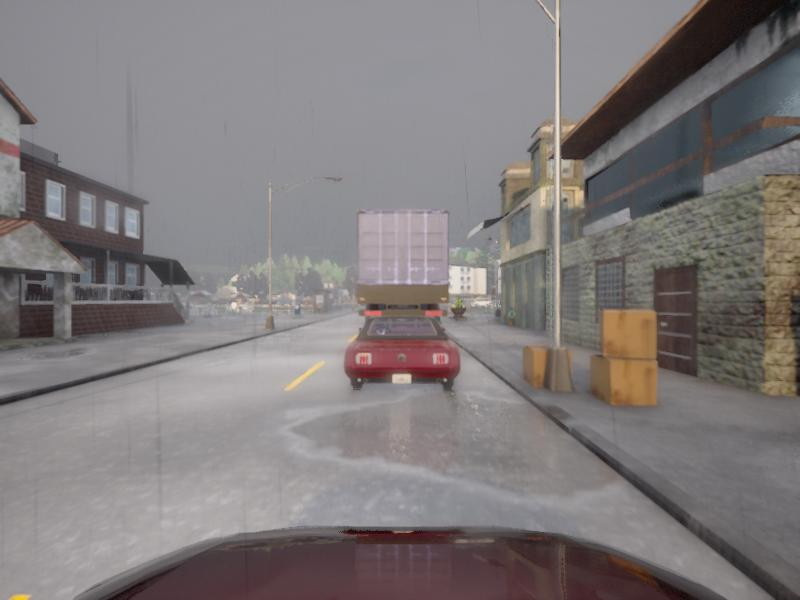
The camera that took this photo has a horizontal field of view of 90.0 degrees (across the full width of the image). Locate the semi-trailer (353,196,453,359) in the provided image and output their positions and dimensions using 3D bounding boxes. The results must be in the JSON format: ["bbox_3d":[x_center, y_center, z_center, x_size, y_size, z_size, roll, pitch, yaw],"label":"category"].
[{"bbox_3d":[0.107,-0.593,17.926,2.717,4.402,14.254,0,0,0],"label":"semi-trailer"}]

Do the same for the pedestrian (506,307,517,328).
[{"bbox_3d":[6.104,0.946,21.946,0.500,1.100,0.500,0,0,1],"label":"pedestrian"}]

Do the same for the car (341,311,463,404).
[{"bbox_3d":[0.041,0.962,8.549,1.895,1.301,4.718,0,0,0],"label":"car"}]

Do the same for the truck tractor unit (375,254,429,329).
[{"bbox_3d":[0.133,-0.482,25.838,3.053,4.208,6.516,0,0,0],"label":"truck tractor unit"}]
